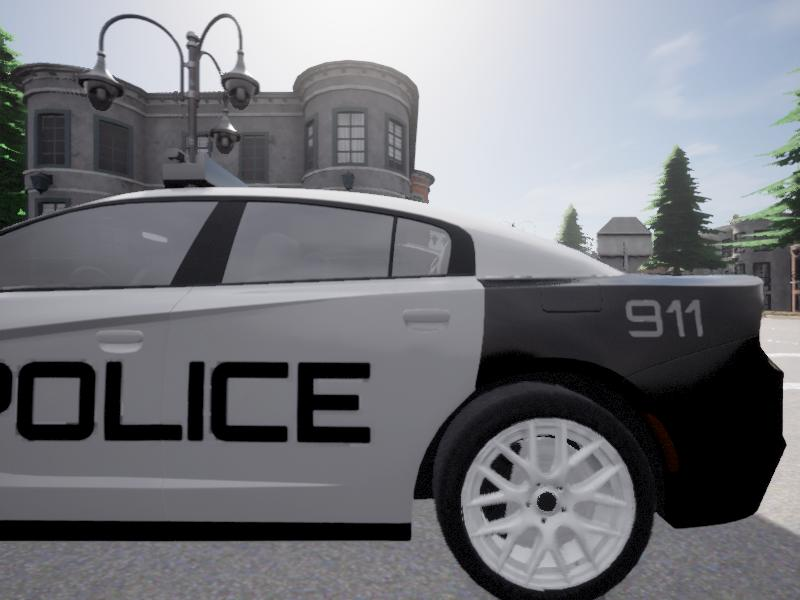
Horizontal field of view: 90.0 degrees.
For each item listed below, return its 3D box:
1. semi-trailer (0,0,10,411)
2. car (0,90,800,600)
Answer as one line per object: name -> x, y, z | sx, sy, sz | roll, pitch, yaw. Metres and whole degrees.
semi-trailer -> -10.674, -1.206, 2.359 | 14.254, 4.402, 2.717 | 0, 0, 1
car -> -1.063, 0.183, 2.212 | 5.238, 1.638, 1.930 | 0, 0, 1
